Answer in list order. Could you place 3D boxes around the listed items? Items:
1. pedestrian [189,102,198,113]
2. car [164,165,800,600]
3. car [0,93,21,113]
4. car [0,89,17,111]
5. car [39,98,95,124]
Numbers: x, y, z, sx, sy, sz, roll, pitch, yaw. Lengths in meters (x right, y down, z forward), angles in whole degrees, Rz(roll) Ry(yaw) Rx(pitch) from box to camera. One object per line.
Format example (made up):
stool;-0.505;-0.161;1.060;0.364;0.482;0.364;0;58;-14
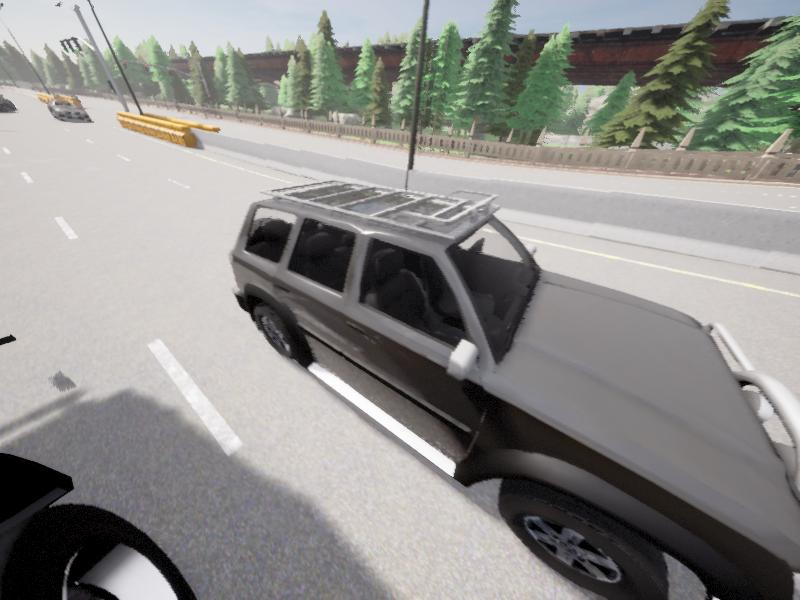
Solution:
pedestrian;-46.406;-43.304;51.939;0.751;1.860;0.751;28;43;26
car;0.227;-0.017;2.281;4.605;1.855;1.932;23;41;27
car;-43.316;-20.377;23.709;1.851;1.617;3.988;15;39;12
car;-47.463;-23.580;27.012;3.866;1.878;1.905;27;43;25
car;-33.786;-19.209;23.441;5.027;1.651;2.152;27;43;25
